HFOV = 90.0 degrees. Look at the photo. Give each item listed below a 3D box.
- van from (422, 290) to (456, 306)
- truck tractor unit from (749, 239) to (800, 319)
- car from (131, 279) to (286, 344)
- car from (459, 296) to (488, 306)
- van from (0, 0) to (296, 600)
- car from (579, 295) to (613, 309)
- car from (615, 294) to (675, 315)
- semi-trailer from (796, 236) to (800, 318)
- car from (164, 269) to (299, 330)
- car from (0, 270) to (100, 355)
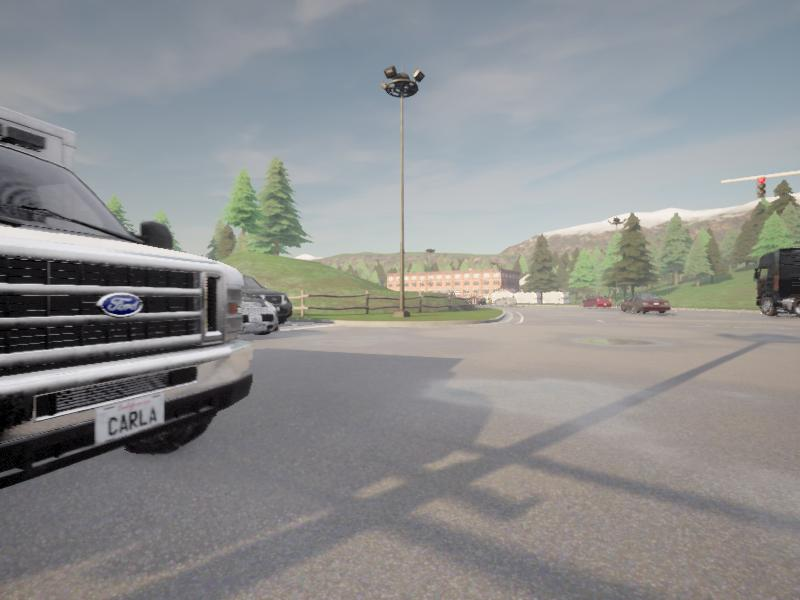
[{"bbox_3d":[6.444,-0.278,66.506,1.988,2.561,5.915,2,-1,-38],"label":"van"},{"bbox_3d":[22.914,-1.125,22.079,3.053,4.208,6.516,0,0,16],"label":"truck tractor unit"},{"bbox_3d":[-5.191,0.253,10.810,3.806,1.475,1.970,0,0,30],"label":"car"},{"bbox_3d":[12.775,0.156,69.672,2.242,1.667,4.611,1,0,-37],"label":"car"},{"bbox_3d":[-4.113,-0.222,2.720,6.366,2.431,2.351,0,0,19],"label":"van"},{"bbox_3d":[21.978,0.227,45.006,1.845,1.501,3.633,0,0,-5],"label":"car"},{"bbox_3d":[17.664,0.294,29.166,2.033,1.411,5.357,0,0,12],"label":"car"},{"bbox_3d":[19.764,-1.227,14.840,2.717,4.402,14.254,1,0,26],"label":"semi-trailer"},{"bbox_3d":[-6.812,-0.033,15.921,5.566,2.045,2.150,0,0,32],"label":"car"},{"bbox_3d":[-8.298,0.227,8.556,3.633,1.501,1.845,0,0,32],"label":"car"}]
